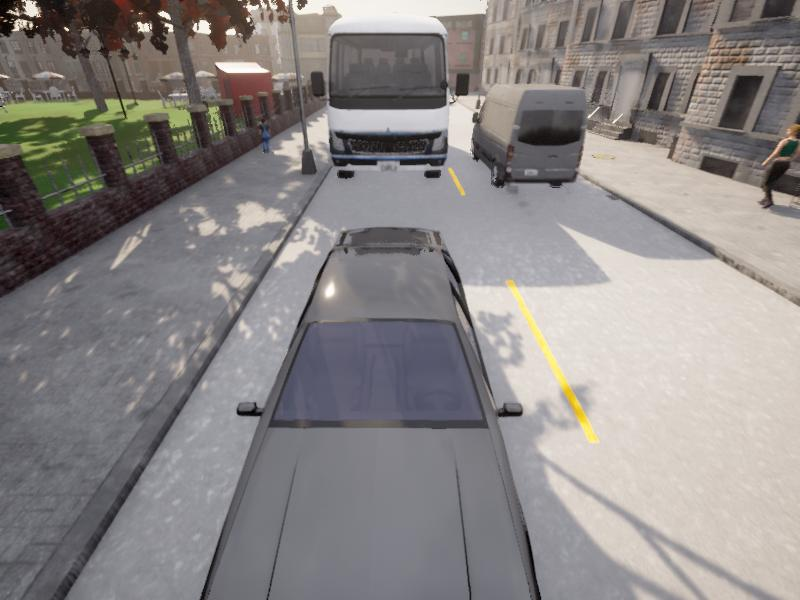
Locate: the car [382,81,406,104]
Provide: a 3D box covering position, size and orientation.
[{"bbox_3d":[-0.636,-19.850,38.231,1.930,1.638,5.238,-2,31,-4],"label":"car"}]

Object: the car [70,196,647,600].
[{"bbox_3d":[-0.140,0.458,3.822,2.033,1.411,5.357,0,30,0],"label":"car"}]

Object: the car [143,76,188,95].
[{"bbox_3d":[-28.332,-25.996,48.451,3.866,1.878,1.905,0,30,0],"label":"car"}]

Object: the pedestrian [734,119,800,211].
[{"bbox_3d":[8.662,-3.069,9.132,0.751,1.860,0.751,2,30,3],"label":"pedestrian"}]

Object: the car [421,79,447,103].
[{"bbox_3d":[3.211,-20.273,38.719,1.932,1.855,4.605,-1,30,-2],"label":"car"}]

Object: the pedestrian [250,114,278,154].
[{"bbox_3d":[-5.153,-6.332,15.243,0.751,1.300,0.751,-6,31,-10],"label":"pedestrian"}]

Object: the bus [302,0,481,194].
[{"bbox_3d":[-0.227,-7.330,14.287,3.944,4.253,10.273,0,30,0],"label":"bus"}]

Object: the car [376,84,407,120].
[{"bbox_3d":[-0.539,-13.384,26.950,1.905,1.878,3.866,0,30,-1],"label":"car"}]

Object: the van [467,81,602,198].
[{"bbox_3d":[3.675,-5.295,12.510,1.988,2.561,5.915,0,30,-1],"label":"van"}]
